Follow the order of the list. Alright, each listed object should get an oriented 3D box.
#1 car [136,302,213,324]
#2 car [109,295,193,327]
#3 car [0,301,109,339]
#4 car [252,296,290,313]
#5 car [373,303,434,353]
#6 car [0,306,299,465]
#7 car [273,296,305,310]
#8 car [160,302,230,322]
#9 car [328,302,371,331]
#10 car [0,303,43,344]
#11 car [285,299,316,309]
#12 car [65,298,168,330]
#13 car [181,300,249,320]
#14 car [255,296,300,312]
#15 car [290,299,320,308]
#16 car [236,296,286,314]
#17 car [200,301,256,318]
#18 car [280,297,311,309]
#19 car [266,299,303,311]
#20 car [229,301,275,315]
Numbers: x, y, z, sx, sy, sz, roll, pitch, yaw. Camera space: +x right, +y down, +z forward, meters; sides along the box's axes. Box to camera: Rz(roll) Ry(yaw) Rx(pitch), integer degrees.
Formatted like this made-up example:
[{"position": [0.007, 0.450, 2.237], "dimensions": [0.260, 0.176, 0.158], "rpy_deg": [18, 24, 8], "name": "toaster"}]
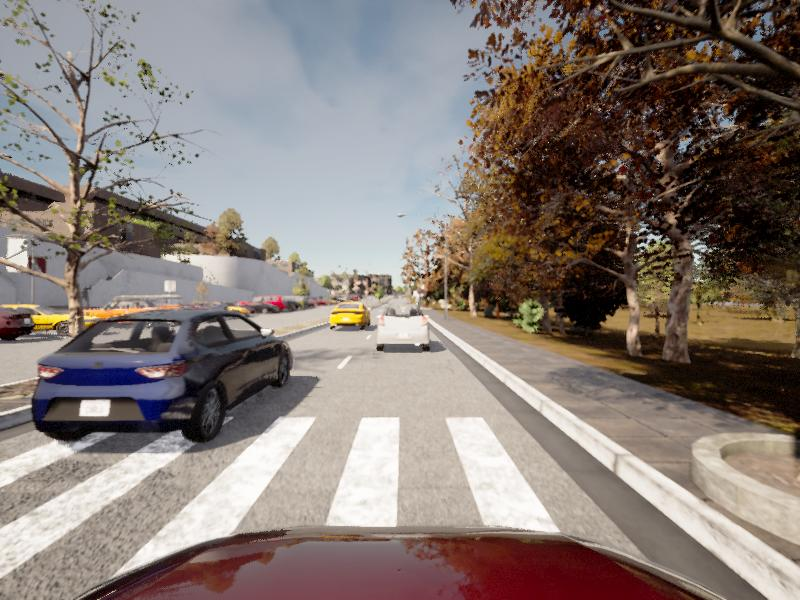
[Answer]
[{"position": [-16.641, 0.937, 29.808], "dimensions": [4.674, 1.452, 2.002], "rpy_deg": [-1, 0, -20], "name": "car"}, {"position": [-16.566, 0.673, 26.875], "dimensions": [4.442, 1.987, 1.878], "rpy_deg": [-1, 0, -20], "name": "car"}, {"position": [-16.571, 0.872, 17.937], "dimensions": [5.366, 1.575, 1.946], "rpy_deg": [-1, -1, -20], "name": "car"}, {"position": [-16.368, 0.533, 50.744], "dimensions": [4.442, 1.987, 1.878], "rpy_deg": [-1, 0, -20], "name": "car"}, {"position": [0.107, 0.854, 13.927], "dimensions": [1.845, 1.501, 3.633], "rpy_deg": [0, 0, 0], "name": "car"}, {"position": [-2.954, 0.859, 5.963], "dimensions": [1.816, 1.474, 4.193], "rpy_deg": [0, 0, 0], "name": "car"}, {"position": [-16.512, 0.439, 59.606], "dimensions": [4.442, 1.987, 1.878], "rpy_deg": [-1, 1, -20], "name": "car"}, {"position": [-16.648, 0.923, 32.780], "dimensions": [4.792, 1.488, 2.163], "rpy_deg": [-1, 0, -20], "name": "car"}, {"position": [-2.821, 0.880, 23.478], "dimensions": [1.882, 1.535, 5.008], "rpy_deg": [0, 0, 0], "name": "car"}, {"position": [-16.796, 0.896, 14.877], "dimensions": [4.792, 1.488, 2.163], "rpy_deg": [-1, 0, -20], "name": "car"}, {"position": [-16.346, 0.637, 65.615], "dimensions": [4.674, 1.452, 2.002], "rpy_deg": [-1, 1, -20], "name": "car"}, {"position": [-16.668, 0.769, 23.848], "dimensions": [4.553, 1.767, 2.185], "rpy_deg": [-1, 0, -20], "name": "car"}, {"position": [-16.424, 0.875, 35.848], "dimensions": [5.366, 1.575, 1.946], "rpy_deg": [-1, 0, -20], "name": "car"}, {"position": [-16.427, 0.476, 53.697], "dimensions": [5.566, 2.045, 2.435], "rpy_deg": [-1, 0, -20], "name": "car"}, {"position": [-16.300, 0.593, 68.633], "dimensions": [4.792, 1.488, 2.163], "rpy_deg": [-1, 0, -20], "name": "car"}, {"position": [-16.528, 0.542, 47.702], "dimensions": [5.566, 2.045, 2.435], "rpy_deg": [-1, 1, -20], "name": "car"}, {"position": [-16.545, 0.894, 38.776], "dimensions": [4.792, 1.488, 2.163], "rpy_deg": [-1, 0, -19], "name": "car"}, {"position": [-16.347, 0.504, 62.641], "dimensions": [4.553, 1.767, 2.185], "rpy_deg": [-1, 1, -20], "name": "car"}, {"position": [-16.418, 0.696, 56.668], "dimensions": [4.892, 1.521, 2.231], "rpy_deg": [-1, 1, -20], "name": "car"}, {"position": [-16.519, 0.860, 44.733], "dimensions": [4.674, 1.452, 2.002], "rpy_deg": [-1, 1, -20], "name": "car"}]
